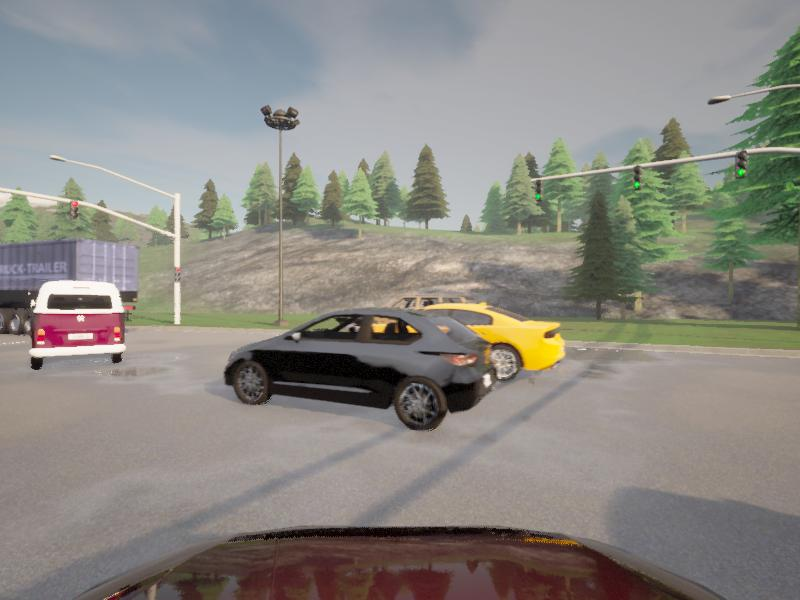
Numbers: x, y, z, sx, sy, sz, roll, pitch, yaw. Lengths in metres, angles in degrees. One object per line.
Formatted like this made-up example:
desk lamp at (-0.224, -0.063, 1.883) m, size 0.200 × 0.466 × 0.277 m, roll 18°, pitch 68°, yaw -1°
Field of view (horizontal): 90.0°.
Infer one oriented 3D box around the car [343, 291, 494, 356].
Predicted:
car at (0.599, 0.656, 13.333) m, size 4.605 × 1.855 × 1.932 m, roll 1°, pitch 0°, yaw 25°

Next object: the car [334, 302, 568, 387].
car at (1.100, 0.823, 9.220) m, size 5.008 × 1.535 × 1.882 m, roll 0°, pitch 0°, yaw 26°

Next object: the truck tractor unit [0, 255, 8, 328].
truck tractor unit at (-26.482, -0.527, 22.777) m, size 6.516 × 4.208 × 3.053 m, roll 0°, pitch -1°, yaw 15°

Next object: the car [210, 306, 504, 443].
car at (-0.700, 0.854, 6.190) m, size 4.193 × 1.474 × 1.816 m, roll 0°, pitch 0°, yaw 26°

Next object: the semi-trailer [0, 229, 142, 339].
semi-trailer at (-19.080, -0.627, 19.990) m, size 14.254 × 4.402 × 2.717 m, roll 0°, pitch 0°, yaw 22°

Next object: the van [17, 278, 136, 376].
van at (-8.647, 0.571, 10.759) m, size 2.069 × 2.038 × 4.480 m, roll 1°, pitch 0°, yaw -40°
